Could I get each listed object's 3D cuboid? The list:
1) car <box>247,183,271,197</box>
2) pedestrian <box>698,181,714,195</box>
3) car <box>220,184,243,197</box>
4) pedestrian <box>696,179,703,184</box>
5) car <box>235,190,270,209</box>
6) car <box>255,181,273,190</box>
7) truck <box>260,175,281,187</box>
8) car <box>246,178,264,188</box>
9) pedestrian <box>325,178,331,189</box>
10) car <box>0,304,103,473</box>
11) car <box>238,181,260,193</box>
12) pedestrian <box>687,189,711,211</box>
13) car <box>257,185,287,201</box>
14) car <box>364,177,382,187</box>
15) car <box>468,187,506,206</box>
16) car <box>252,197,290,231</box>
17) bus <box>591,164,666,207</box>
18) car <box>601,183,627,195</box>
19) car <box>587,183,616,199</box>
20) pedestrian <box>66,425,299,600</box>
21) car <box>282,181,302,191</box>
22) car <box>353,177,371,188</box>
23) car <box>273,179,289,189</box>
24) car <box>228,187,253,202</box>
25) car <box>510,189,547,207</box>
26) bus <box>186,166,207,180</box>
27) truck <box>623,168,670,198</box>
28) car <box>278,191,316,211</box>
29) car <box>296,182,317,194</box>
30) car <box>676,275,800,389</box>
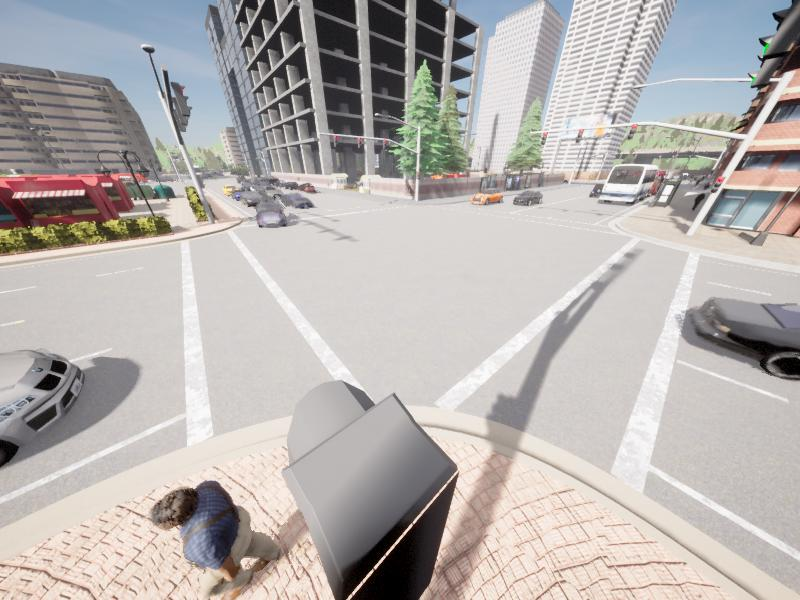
[{"bbox_3d":[-22.624,-17.681,36.989,2.038,1.542,4.974,-23,37,-34],"label":"car"},{"bbox_3d":[47.044,-17.163,35.519,0.751,1.860,0.751,-22,37,-33],"label":"pedestrian"},{"bbox_3d":[-26.393,-17.199,36.147,1.882,1.535,5.008,-23,37,-34],"label":"car"},{"bbox_3d":[75.187,-29.718,58.026,0.500,1.100,0.500,19,35,29],"label":"pedestrian"},{"bbox_3d":[-16.991,-11.639,26.574,2.163,1.488,4.792,-23,37,-34],"label":"car"},{"bbox_3d":[-27.697,-23.301,46.885,1.994,1.385,4.181,-23,37,-34],"label":"car"},{"bbox_3d":[-30.214,-27.803,53.953,2.390,2.098,6.274,-23,37,-34],"label":"truck"},{"bbox_3d":[-32.368,-26.160,51.584,2.152,1.651,5.027,-23,37,-34],"label":"car"},{"bbox_3d":[-14.092,-22.744,45.078,0.751,1.860,0.751,-10,31,-17],"label":"pedestrian"},{"bbox_3d":[-7.986,1.961,2.938,4.611,1.667,2.242,-22,37,-34],"label":"car"},{"bbox_3d":[-27.408,-20.545,41.840,1.930,1.638,5.238,-23,37,-34],"label":"car"},{"bbox_3d":[29.780,-9.943,23.013,0.751,1.860,0.751,-22,37,-33],"label":"pedestrian"},{"bbox_3d":[-17.899,-14.957,32.132,2.242,1.667,4.611,-23,37,-34],"label":"car"},{"bbox_3d":[-5.875,-25.875,50.553,1.905,1.878,3.866,-23,37,-34],"label":"car"},{"bbox_3d":[10.696,-12.768,28.325,4.553,1.767,2.097,-23,37,-34],"label":"car"},{"bbox_3d":[-10.208,-6.982,18.397,2.033,1.649,4.856,-12,33,-22],"label":"car"},{"bbox_3d":[29.081,-14.753,29.311,10.273,4.253,3.944,-23,37,-34],"label":"bus"},{"bbox_3d":[36.103,-18.722,38.890,5.366,1.575,1.801,-23,37,-34],"label":"car"},{"bbox_3d":[29.977,-16.310,34.363,3.866,1.878,1.905,-23,37,-34],"label":"car"},{"bbox_3d":[-1.559,2.161,2.049,0.751,1.860,0.751,-16,33,-25],"label":"pedestrian"},{"bbox_3d":[-20.828,-22.030,44.514,1.882,1.535,5.008,-23,37,-34],"label":"car"},{"bbox_3d":[-8.128,-24.929,48.916,1.905,1.878,3.866,-23,37,-34],"label":"car"},{"bbox_3d":[-25.198,-24.615,48.975,1.789,1.549,3.705,-23,37,-34],"label":"car"},{"bbox_3d":[-21.746,-14.437,31.426,1.816,1.474,4.193,-23,37,-34],"label":"car"},{"bbox_3d":[15.622,-12.414,28.014,4.892,1.490,1.837,-23,37,-34],"label":"car"},{"bbox_3d":[-73.099,-45.715,82.815,3.944,4.253,10.273,-24,37,-35],"label":"bus"},{"bbox_3d":[38.913,-18.603,36.395,8.468,3.827,2.891,-23,37,-34],"label":"truck"},{"bbox_3d":[-11.581,-11.132,25.782,2.033,1.411,5.357,-23,37,-34],"label":"car"},{"bbox_3d":[-16.038,-19.245,39.621,1.851,1.617,3.988,-23,37,-34],"label":"car"},{"bbox_3d":[9.713,1.185,4.447,5.357,1.411,2.033,23,37,34],"label":"car"}]
